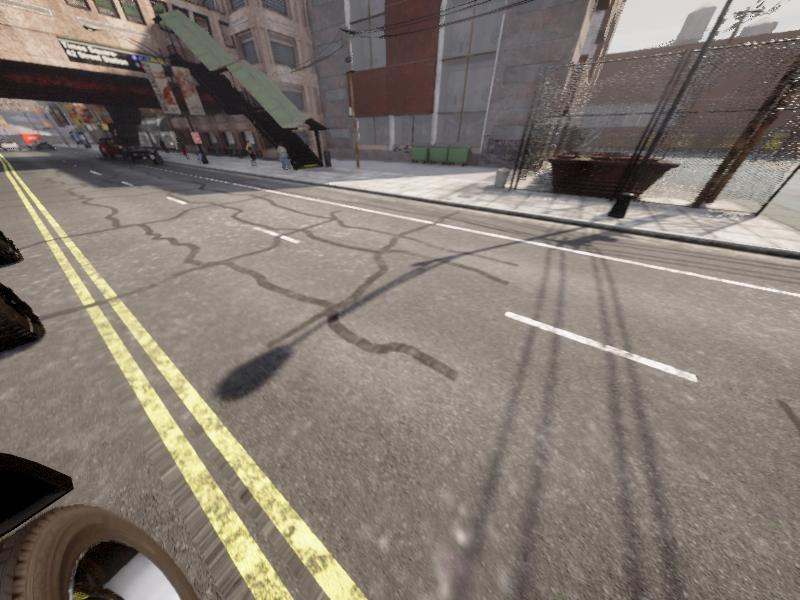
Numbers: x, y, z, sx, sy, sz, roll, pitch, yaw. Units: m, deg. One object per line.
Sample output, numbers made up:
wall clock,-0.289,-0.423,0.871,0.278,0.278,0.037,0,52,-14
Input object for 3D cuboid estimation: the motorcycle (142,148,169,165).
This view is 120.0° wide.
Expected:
motorcycle,-22.972,-13.549,21.787,0.764,1.277,2.356,-15,38,-21

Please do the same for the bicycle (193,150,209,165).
bicycle,-17.974,-12.873,20.849,1.643,1.024,0.373,21,30,27

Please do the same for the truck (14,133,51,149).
truck,-76.320,-33.055,47.989,5.204,2.467,2.627,19,39,25

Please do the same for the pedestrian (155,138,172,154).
pedestrian,-32.458,-21.122,31.679,0.751,1.860,0.751,16,38,21

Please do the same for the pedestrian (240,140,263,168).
pedestrian,-11.937,-11.771,18.595,0.751,1.860,0.751,25,42,31

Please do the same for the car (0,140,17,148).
car,-81.825,-32.050,47.522,4.718,1.301,1.895,14,37,18

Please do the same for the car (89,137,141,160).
car,-34.491,-18.430,27.990,5.566,2.045,2.435,21,40,27

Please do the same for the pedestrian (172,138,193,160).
pedestrian,-22.620,-15.719,24.100,0.751,1.860,0.751,22,40,27

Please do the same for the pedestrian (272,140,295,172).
pedestrian,-8.157,-10.103,16.261,0.751,1.860,0.751,22,40,27

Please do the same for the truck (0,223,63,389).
truck,-7.344,-0.569,2.830,6.274,2.098,2.390,22,40,27

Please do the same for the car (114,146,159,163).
car,-28.359,-15.724,24.841,4.718,1.301,1.895,21,40,27

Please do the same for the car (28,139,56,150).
car,-65.865,-28.577,42.494,4.974,1.542,2.038,22,40,27
